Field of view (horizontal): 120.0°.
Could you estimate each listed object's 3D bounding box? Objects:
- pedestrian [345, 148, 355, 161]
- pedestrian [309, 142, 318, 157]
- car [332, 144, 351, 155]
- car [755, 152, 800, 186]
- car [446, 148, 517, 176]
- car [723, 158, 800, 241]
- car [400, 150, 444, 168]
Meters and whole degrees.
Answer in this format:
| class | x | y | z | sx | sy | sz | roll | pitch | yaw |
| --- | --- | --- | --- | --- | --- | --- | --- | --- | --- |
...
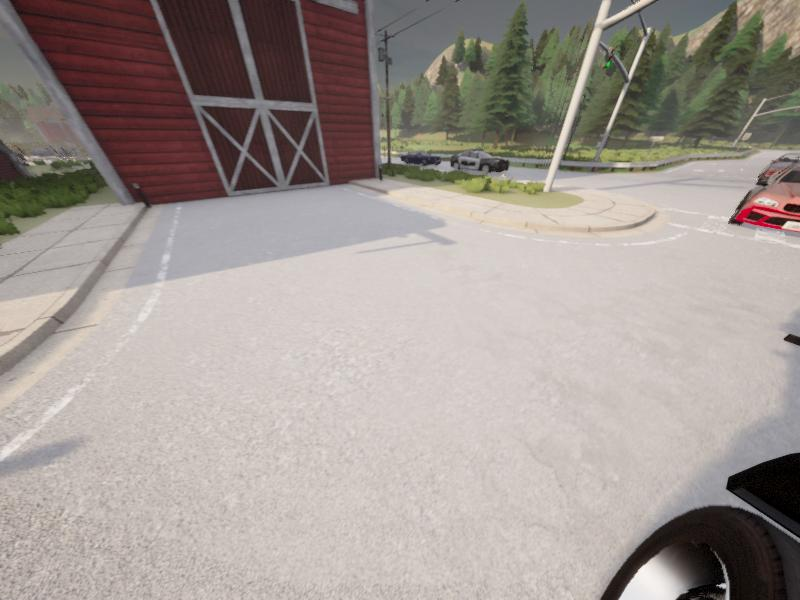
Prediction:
| class | x | y | z | sx | sy | sz | roll | pitch | yaw |
| --- | --- | --- | --- | --- | --- | --- | --- | --- | --- |
| pedestrian | -6.065 | -17.529 | 27.881 | 0.751 | 1.300 | 0.751 | -23 | 41 | -29 |
| pedestrian | -13.440 | -23.416 | 35.943 | 0.751 | 1.860 | 0.751 | -29 | 44 | -35 |
| car | -11.124 | -28.559 | 43.844 | 1.851 | 1.617 | 3.988 | -23 | 41 | -29 |
| car | 23.405 | -7.932 | 13.849 | 4.193 | 1.474 | 1.816 | -25 | 42 | -31 |
| car | 6.501 | -11.567 | 19.172 | 1.930 | 1.638 | 5.238 | -23 | 41 | -29 |
| car | 12.284 | -3.149 | 6.931 | 4.611 | 1.667 | 2.242 | -24 | 41 | -30 |
| car | 2.152 | -14.789 | 24.158 | 1.895 | 1.301 | 4.718 | -23 | 41 | -29 |
